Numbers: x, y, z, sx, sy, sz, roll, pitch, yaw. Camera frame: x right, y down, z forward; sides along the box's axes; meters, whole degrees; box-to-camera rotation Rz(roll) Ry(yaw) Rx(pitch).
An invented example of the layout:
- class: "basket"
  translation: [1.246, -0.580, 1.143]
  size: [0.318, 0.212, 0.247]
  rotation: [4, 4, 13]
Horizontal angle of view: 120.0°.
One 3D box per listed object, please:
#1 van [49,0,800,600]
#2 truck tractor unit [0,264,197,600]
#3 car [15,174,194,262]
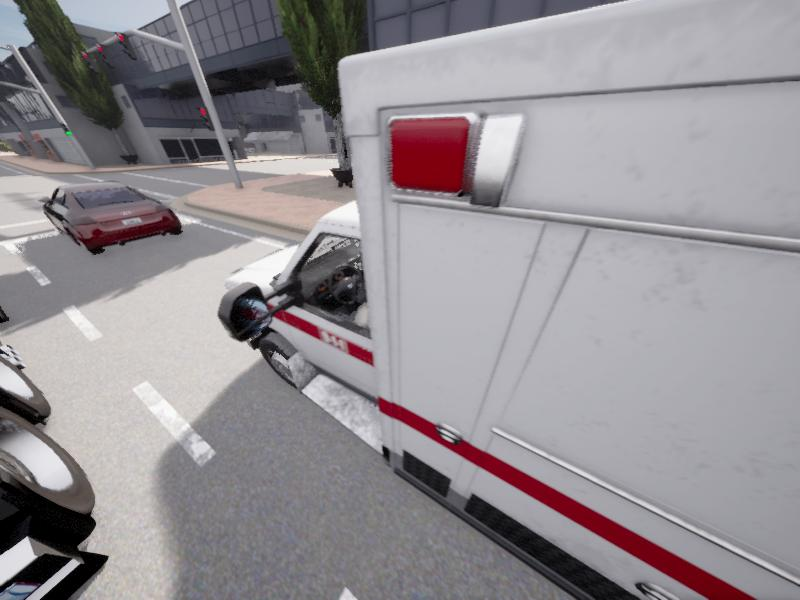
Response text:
- class: "van"
  translation: [1.312, 0.216, 1.555]
  size: [6.366, 2.431, 2.351]
  rotation: [18, 39, 24]
- class: "truck tractor unit"
  translation: [-5.109, -0.304, 0.774]
  size: [6.516, 4.208, 3.053]
  rotation: [18, 39, 24]
- class: "car"
  translation: [-8.300, -2.562, 6.544]
  size: [4.181, 1.385, 1.994]
  rotation: [19, 39, 26]
